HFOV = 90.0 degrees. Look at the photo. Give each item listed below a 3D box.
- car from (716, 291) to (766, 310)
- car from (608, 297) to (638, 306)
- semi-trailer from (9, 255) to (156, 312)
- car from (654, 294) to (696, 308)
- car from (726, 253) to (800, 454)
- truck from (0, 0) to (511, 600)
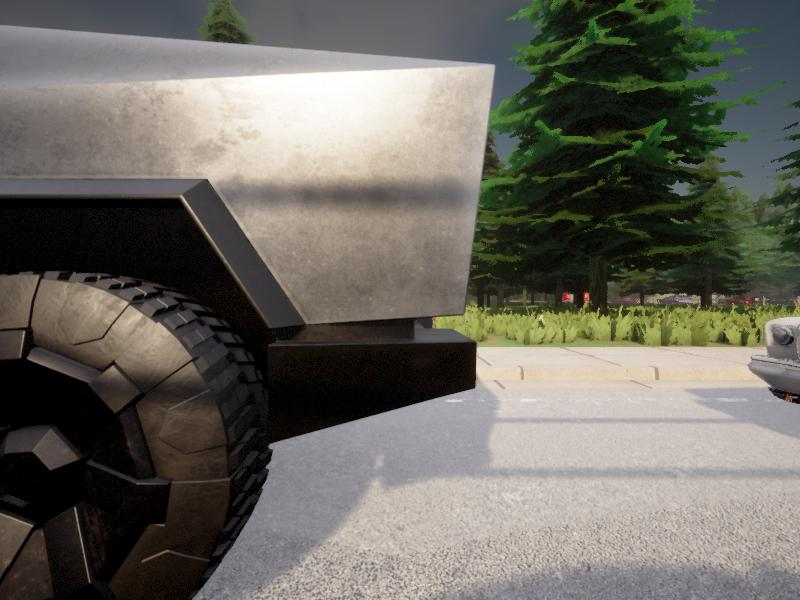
[{"bbox_3d":[34.748,0.019,40.892,1.905,1.878,3.866,0,0,1],"label":"car"},{"bbox_3d":[34.552,0.243,62.183,1.812,1.442,4.674,0,0,-5],"label":"car"},{"bbox_3d":[-28.970,-1.245,38.111,2.717,4.402,14.254,0,0,0],"label":"semi-trailer"},{"bbox_3d":[34.903,0.150,50.918,2.033,1.649,4.856,0,0,1],"label":"car"},{"bbox_3d":[4.941,0.344,2.231,4.718,1.301,1.895,0,0,0],"label":"car"},{"bbox_3d":[-2.867,-0.058,2.169,6.274,2.098,2.390,0,0,0],"label":"truck"}]
